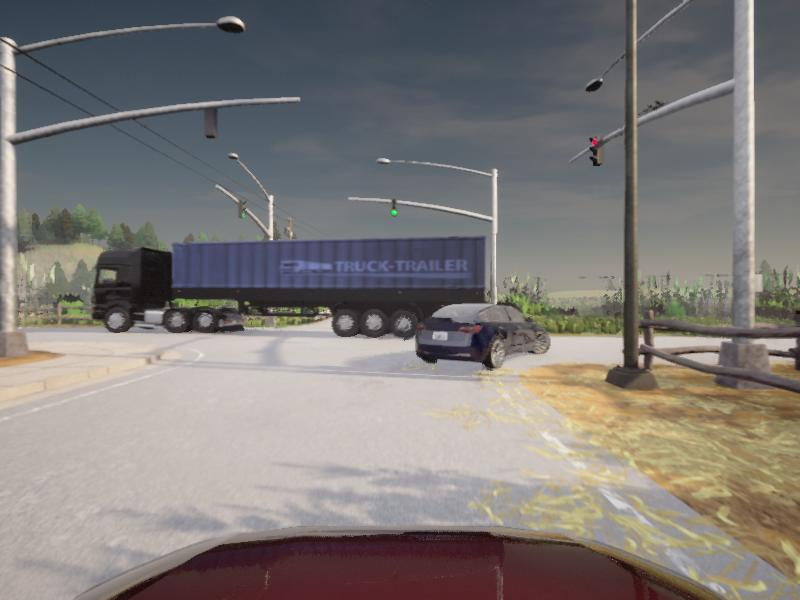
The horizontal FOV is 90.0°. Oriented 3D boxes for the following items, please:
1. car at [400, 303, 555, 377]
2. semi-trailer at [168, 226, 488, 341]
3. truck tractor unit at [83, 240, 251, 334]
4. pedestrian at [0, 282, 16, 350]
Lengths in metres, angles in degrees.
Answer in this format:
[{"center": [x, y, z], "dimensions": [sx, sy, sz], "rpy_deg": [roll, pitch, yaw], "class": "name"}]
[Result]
[{"center": [2.319, 0.838, 10.759], "dimensions": [2.163, 1.488, 4.792], "rpy_deg": [0, 0, 37], "class": "car"}, {"center": [-3.324, -0.651, 18.081], "dimensions": [14.254, 4.402, 2.717], "rpy_deg": [0, 0, 12], "class": "semi-trailer"}, {"center": [-11.100, -0.584, 19.523], "dimensions": [6.516, 4.208, 3.053], "rpy_deg": [0, 0, 5], "class": "truck tractor unit"}, {"center": [-11.265, 0.437, 10.965], "dimensions": [0.751, 1.860, 0.751], "rpy_deg": [0, 0, 7], "class": "pedestrian"}]
